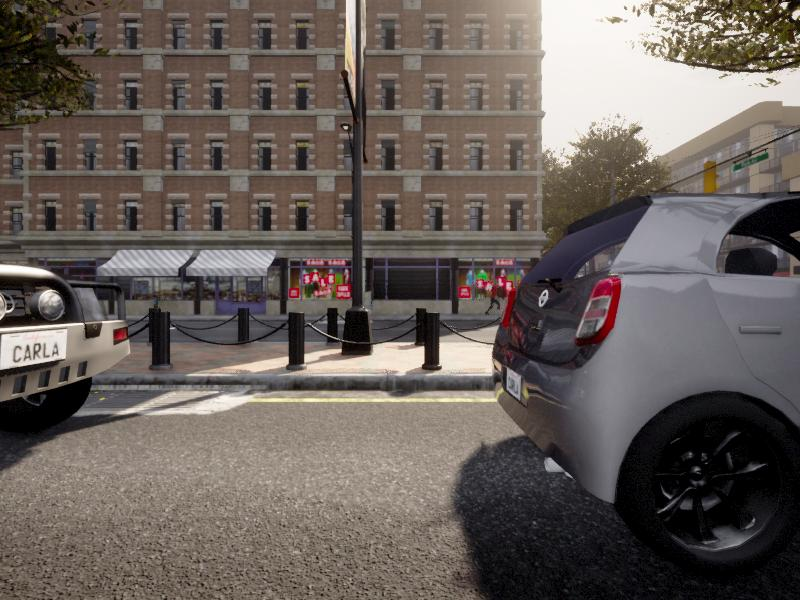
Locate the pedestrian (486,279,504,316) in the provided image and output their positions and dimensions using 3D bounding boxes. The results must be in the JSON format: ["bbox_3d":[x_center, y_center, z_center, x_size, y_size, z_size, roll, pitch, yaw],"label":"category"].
[{"bbox_3d":[4.920,-0.116,20.786,0.751,1.860,0.751,0,0,-2],"label":"pedestrian"}]

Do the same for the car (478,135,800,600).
[{"bbox_3d":[2.425,0.226,2.192,3.633,1.501,1.845,0,0,0],"label":"car"}]

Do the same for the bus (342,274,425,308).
[{"bbox_3d":[-2.059,-1.133,51.914,10.273,4.253,3.944,0,0,0],"label":"bus"}]

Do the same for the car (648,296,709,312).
[{"bbox_3d":[23.693,0.341,34.300,1.895,1.301,4.718,0,0,0],"label":"car"}]

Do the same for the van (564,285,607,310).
[{"bbox_3d":[20.136,-0.280,43.771,1.988,2.561,5.915,0,0,0],"label":"van"}]

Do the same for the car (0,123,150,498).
[{"bbox_3d":[-4.281,0.053,2.201,4.605,1.855,1.932,0,0,0],"label":"car"}]

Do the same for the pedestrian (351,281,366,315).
[{"bbox_3d":[-2.267,-0.115,21.992,0.751,1.860,0.751,0,0,-1],"label":"pedestrian"}]

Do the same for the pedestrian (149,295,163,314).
[{"bbox_3d":[-14.024,0.267,22.967,0.500,1.100,0.500,0,0,-3],"label":"pedestrian"}]

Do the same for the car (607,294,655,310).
[{"bbox_3d":[23.652,0.198,41.198,1.801,1.575,5.366,0,0,0],"label":"car"}]

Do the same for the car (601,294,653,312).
[{"bbox_3d":[20.184,0.242,35.853,1.837,1.490,4.892,0,0,0],"label":"car"}]
